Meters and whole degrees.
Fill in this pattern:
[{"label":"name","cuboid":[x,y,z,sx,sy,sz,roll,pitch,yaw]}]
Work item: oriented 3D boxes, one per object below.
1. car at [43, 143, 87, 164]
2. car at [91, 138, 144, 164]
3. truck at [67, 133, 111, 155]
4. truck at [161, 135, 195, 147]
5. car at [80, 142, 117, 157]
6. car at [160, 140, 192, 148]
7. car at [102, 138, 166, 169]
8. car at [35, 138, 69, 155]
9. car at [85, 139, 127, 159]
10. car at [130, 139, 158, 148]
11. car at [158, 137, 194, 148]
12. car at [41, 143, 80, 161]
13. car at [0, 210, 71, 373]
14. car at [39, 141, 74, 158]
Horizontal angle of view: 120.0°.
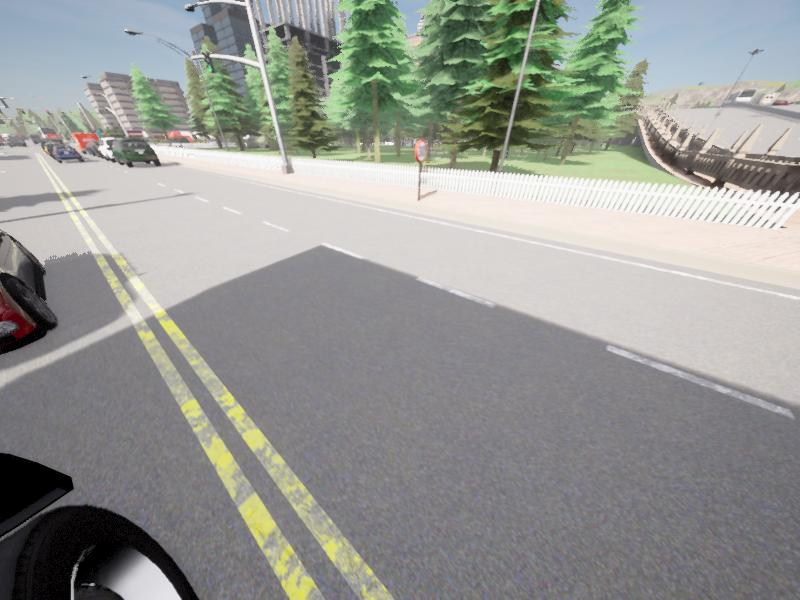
[{"label":"car","cuboid":[-33.409,-14.653,23.059,3.705,1.549,1.789,24,41,29]},{"label":"car","cuboid":[-29.426,-15.623,24.060,5.566,2.045,2.150,24,41,29]},{"label":"truck","cuboid":[-45.507,-22.869,33.823,5.204,2.467,2.627,24,41,29]},{"label":"truck","cuboid":[-56.062,-40.278,58.515,2.627,2.467,5.204,23,40,28]},{"label":"car","cuboid":[-40.422,-20.227,30.980,4.792,1.488,2.163,24,41,29]},{"label":"car","cuboid":[-51.923,-36.267,53.704,2.163,1.488,4.792,23,41,28]},{"label":"car","cuboid":[-23.597,-13.063,20.481,5.566,2.045,2.150,24,41,29]},{"label":"car","cuboid":[-49.641,-21.925,32.943,4.605,1.855,1.932,24,41,29]},{"label":"car","cuboid":[-35.211,-18.098,27.664,4.605,1.855,1.932,24,41,29]},{"label":"car","cuboid":[-60.081,-36.806,54.261,1.851,1.617,3.988,24,42,30]},{"label":"car","cuboid":[-54.131,-38.194,55.927,2.150,2.045,5.566,23,41,28]},{"label":"car","cuboid":[-38.452,-16.837,26.178,4.193,1.474,1.816,24,41,29]},{"label":"car","cuboid":[-6.405,-0.217,2.879,3.806,1.475,1.970,24,41,29]},{"label":"car","cuboid":[-44.022,-19.331,29.573,5.366,1.575,1.801,24,41,29]}]
